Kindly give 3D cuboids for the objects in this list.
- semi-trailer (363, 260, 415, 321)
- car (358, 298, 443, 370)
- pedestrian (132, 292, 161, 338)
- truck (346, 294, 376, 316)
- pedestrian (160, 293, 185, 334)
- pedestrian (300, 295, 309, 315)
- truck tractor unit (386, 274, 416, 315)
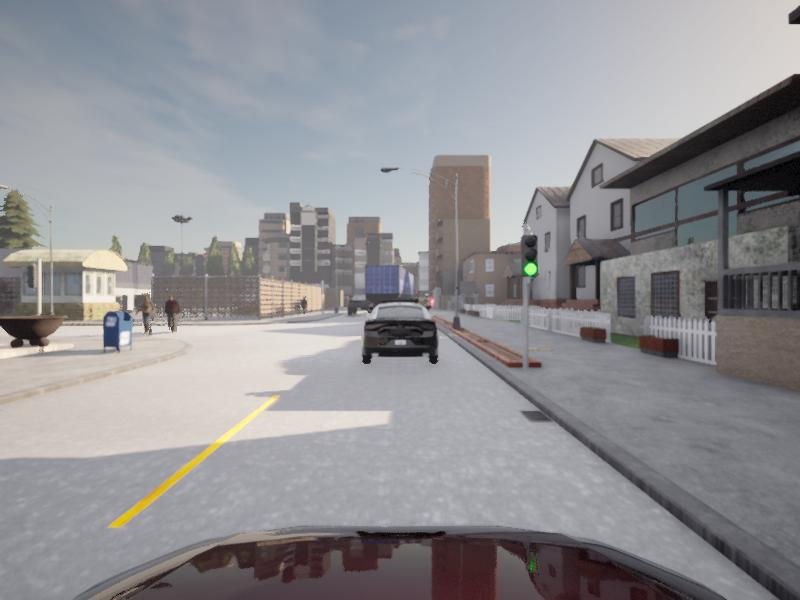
[{"bbox_3d":[-0.547,-0.663,36.030,2.717,4.402,14.254,0,0,6],"label":"semi-trailer"},{"bbox_3d":[-0.009,0.756,11.679,1.930,1.638,5.238,0,0,0],"label":"car"},{"bbox_3d":[-10.481,0.616,16.565,0.751,1.860,0.751,0,0,-1],"label":"pedestrian"},{"bbox_3d":[-3.928,0.490,41.404,2.390,2.098,6.274,0,0,0],"label":"truck"},{"bbox_3d":[-10.487,0.614,18.460,0.751,1.860,0.751,0,0,-1],"label":"pedestrian"},{"bbox_3d":[-9.254,0.485,38.693,0.751,1.860,0.751,0,0,-9],"label":"pedestrian"},{"bbox_3d":[0.083,-0.574,43.906,3.053,4.208,6.516,0,0,0],"label":"truck tractor unit"}]
